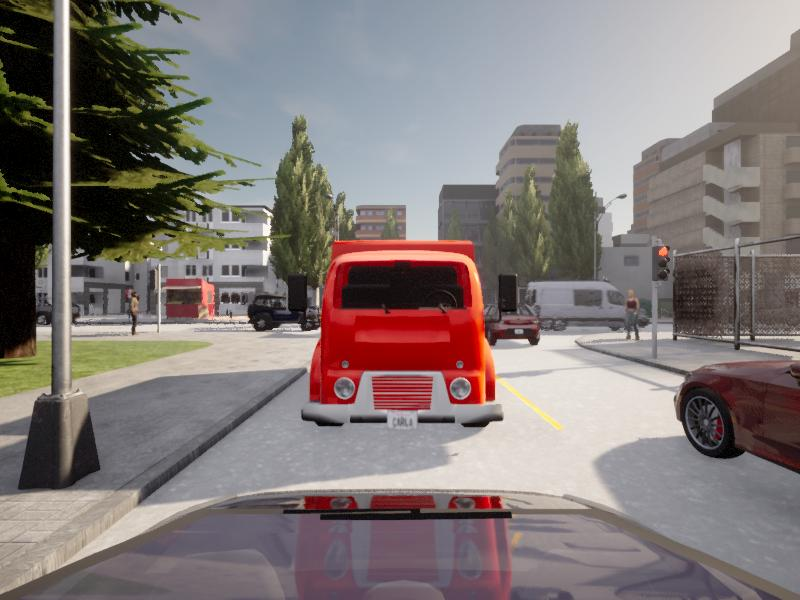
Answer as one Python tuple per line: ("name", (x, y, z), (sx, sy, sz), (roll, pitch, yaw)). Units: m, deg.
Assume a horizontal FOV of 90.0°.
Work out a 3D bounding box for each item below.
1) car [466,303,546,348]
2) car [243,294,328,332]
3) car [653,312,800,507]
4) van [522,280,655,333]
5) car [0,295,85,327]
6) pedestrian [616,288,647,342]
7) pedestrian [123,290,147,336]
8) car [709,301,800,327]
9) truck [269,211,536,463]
("car", (3.878, 0.854, 15.411), (1.816, 1.474, 4.193), (0, 0, -3))
("car", (-5.811, 0.646, 20.622), (3.866, 1.878, 1.905), (0, 0, 0))
("car", (3.987, 0.870, 2.524), (1.812, 1.442, 4.674), (0, 0, 0))
("van", (9.558, 0.322, 20.643), (5.915, 2.561, 1.988), (0, 0, 0))
("car", (-22.468, 0.654, 24.601), (4.605, 1.855, 1.932), (0, 0, 0))
("pedestrian", (8.402, 0.525, 14.515), (0.751, 1.860, 0.751), (0, 0, -37))
("pedestrian", (-11.041, 0.534, 16.681), (0.751, 1.860, 0.751), (0, 0, -26))
("car", (22.111, 0.829, 24.690), (4.514, 1.525, 2.007), (0, 0, 0))
("truck", (0.042, 0.354, 6.532), (2.627, 2.467, 5.204), (0, 0, 0))
